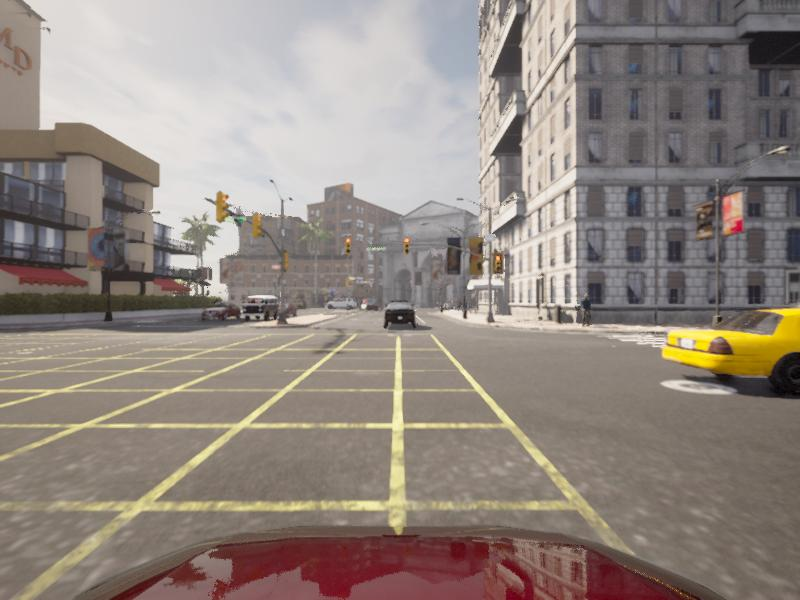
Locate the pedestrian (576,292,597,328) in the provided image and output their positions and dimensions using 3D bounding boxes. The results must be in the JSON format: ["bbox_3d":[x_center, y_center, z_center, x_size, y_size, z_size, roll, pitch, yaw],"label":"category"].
[{"bbox_3d":[9.880,0.532,21.219,0.751,1.860,0.751,0,0,-3],"label":"pedestrian"}]

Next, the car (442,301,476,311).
[{"bbox_3d":[9.518,0.924,64.884,5.027,1.651,2.152,0,0,-20],"label":"car"}]

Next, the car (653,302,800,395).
[{"bbox_3d":[8.064,0.818,7.562,5.366,1.575,1.801,0,0,3],"label":"car"}]

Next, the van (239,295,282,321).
[{"bbox_3d":[-11.508,0.645,33.350,2.069,2.038,4.480,0,0,0],"label":"van"}]

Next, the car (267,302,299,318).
[{"bbox_3d":[-11.516,0.957,39.819,1.812,1.442,4.674,0,0,0],"label":"car"}]

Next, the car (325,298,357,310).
[{"bbox_3d":[-10.702,0.732,72.593,5.566,2.045,2.150,0,0,0],"label":"car"}]

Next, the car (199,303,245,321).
[{"bbox_3d":[-15.013,0.945,33.961,1.812,1.442,4.674,0,0,0],"label":"car"}]

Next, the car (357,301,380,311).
[{"bbox_3d":[-5.247,0.971,65.878,2.038,1.542,4.974,0,0,-27],"label":"car"}]

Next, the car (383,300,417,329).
[{"bbox_3d":[-0.010,0.827,25.533,1.930,1.638,5.238,0,0,0],"label":"car"}]

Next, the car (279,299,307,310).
[{"bbox_3d":[-19.394,0.813,72.570,4.605,1.855,1.932,0,0,5],"label":"car"}]
